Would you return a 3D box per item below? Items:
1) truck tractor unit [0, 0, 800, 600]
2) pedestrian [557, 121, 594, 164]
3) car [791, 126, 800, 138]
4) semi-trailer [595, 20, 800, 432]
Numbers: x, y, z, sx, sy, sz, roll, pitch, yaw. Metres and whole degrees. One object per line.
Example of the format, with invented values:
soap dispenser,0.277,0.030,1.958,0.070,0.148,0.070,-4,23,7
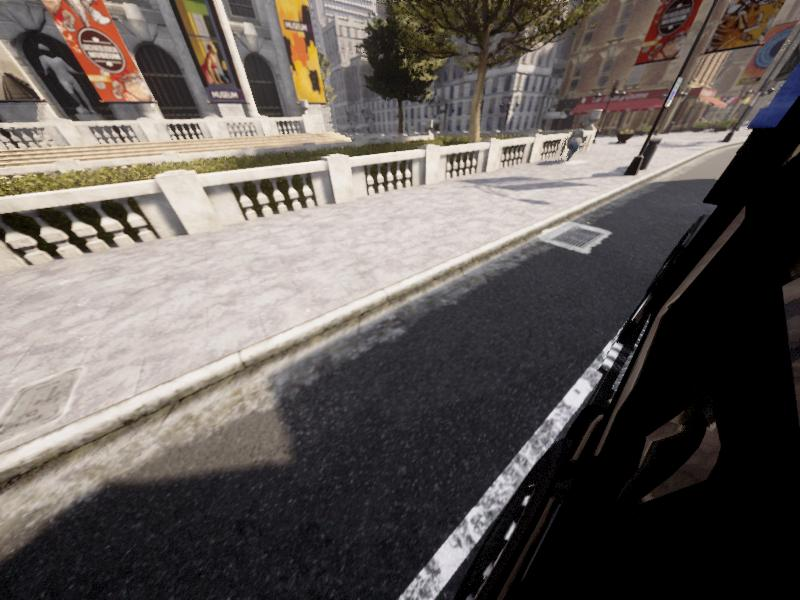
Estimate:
truck tractor unit,2.645,-0.295,0.351,6.516,4.208,3.053,-28,44,-30
pedestrian,9.580,-8.628,12.675,0.751,1.860,0.751,-19,40,-20
car,38.102,-15.302,20.332,4.674,1.452,2.002,-12,38,-12
semi-trailer,8.875,-3.485,4.037,14.254,4.402,2.717,-26,43,-28
